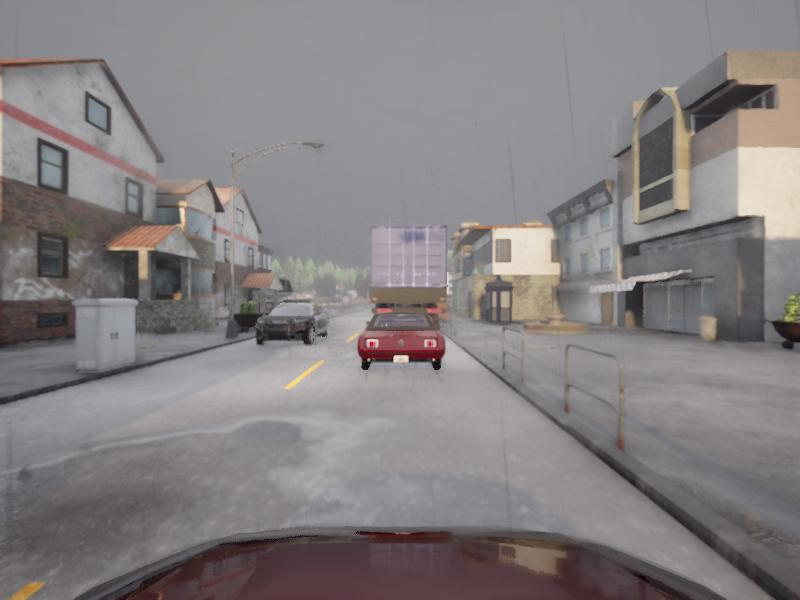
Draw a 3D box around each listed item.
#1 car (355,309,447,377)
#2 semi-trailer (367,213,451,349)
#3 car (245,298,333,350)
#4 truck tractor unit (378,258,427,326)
[{"bbox_3d":[0.032,0.948,10.608,1.895,1.301,4.718,0,0,0],"label":"car"},{"bbox_3d":[0.201,-0.609,20.141,2.717,4.402,14.254,0,0,-1],"label":"semi-trailer"},{"bbox_3d":[-3.964,0.777,15.378,1.930,1.638,5.238,0,0,0],"label":"car"},{"bbox_3d":[0.108,-0.512,28.053,3.053,4.208,6.516,0,0,0],"label":"truck tractor unit"}]
